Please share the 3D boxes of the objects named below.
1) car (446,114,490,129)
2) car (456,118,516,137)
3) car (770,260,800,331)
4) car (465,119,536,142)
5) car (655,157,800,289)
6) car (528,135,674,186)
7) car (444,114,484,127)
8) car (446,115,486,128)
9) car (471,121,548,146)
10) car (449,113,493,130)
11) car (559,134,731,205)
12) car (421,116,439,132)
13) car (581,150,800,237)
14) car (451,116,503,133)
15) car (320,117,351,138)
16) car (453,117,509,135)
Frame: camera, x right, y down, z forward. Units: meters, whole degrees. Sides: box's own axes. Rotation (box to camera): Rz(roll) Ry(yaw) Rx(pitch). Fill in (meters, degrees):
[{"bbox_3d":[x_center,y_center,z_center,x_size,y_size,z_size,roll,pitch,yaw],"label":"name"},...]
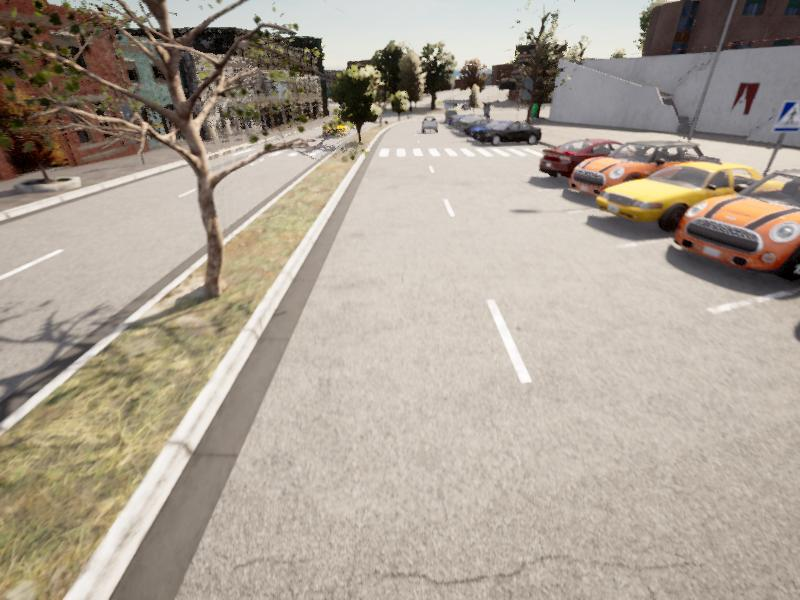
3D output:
[{"bbox_3d":[8.571,-22.624,50.696,5.008,1.535,2.097,-6,26,-15],"label":"car"},{"bbox_3d":[8.042,-16.189,37.410,4.892,1.521,2.231,-8,27,-17],"label":"car"},{"bbox_3d":[8.056,-0.273,5.509,4.674,1.452,2.002,-9,29,-18],"label":"car"},{"bbox_3d":[8.022,-13.601,32.093,5.008,1.535,2.097,-8,28,-18],"label":"car"},{"bbox_3d":[8.080,-1.778,8.093,4.553,1.767,2.185,-9,29,-18],"label":"car"},{"bbox_3d":[8.030,-5.693,16.108,5.008,1.535,2.097,-9,28,-18],"label":"car"},{"bbox_3d":[8.973,-25.183,56.006,4.892,1.521,2.231,-6,26,-14],"label":"car"},{"bbox_3d":[8.767,-23.866,53.365,4.674,1.452,2.002,-6,27,-14],"label":"car"},{"bbox_3d":[8.022,-12.301,29.432,5.008,1.535,2.097,-8,28,-18],"label":"car"},{"bbox_3d":[8.449,-21.456,47.993,4.553,1.767,2.185,-7,27,-15],"label":"car"},{"bbox_3d":[8.074,-4.470,13.401,4.553,1.767,2.185,-9,28,-18],"label":"car"},{"bbox_3d":[3.203,-19.085,43.382,1.845,1.501,3.633,1,26,2],"label":"car"},{"bbox_3d":[7.873,-2.984,10.728,5.366,1.575,1.946,-9,29,-18],"label":"car"},{"bbox_3d":[8.171,-18.770,42.731,4.892,1.521,2.231,-7,27,-16],"label":"car"},{"bbox_3d":[-5.841,-15.992,36.958,1.882,1.535,5.008,0,26,1],"label":"car"},{"bbox_3d":[8.093,-17.481,40.072,4.892,1.521,2.231,-8,27,-17],"label":"car"}]
